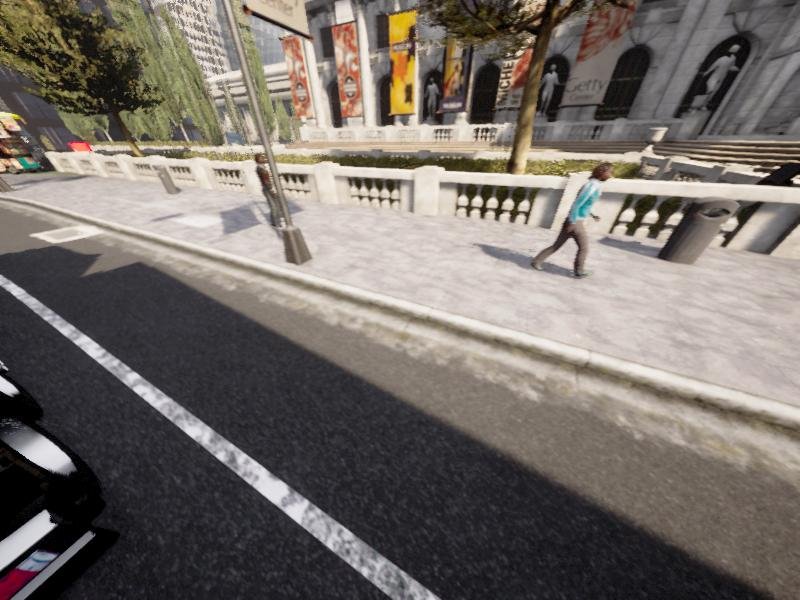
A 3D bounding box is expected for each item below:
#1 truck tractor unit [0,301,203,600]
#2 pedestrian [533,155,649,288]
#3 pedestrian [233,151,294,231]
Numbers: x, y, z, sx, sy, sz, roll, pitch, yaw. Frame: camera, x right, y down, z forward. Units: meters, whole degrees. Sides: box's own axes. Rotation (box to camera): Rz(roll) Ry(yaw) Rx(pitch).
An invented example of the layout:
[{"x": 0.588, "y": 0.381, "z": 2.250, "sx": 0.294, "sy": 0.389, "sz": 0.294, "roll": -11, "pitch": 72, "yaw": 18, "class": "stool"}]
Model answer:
[{"x": -5.176, "y": -0.229, "z": 0.687, "sx": 6.516, "sy": 4.208, "sz": 3.053, "roll": 16, "pitch": 38, "yaw": 21, "class": "truck tractor unit"}, {"x": 2.932, "y": -1.259, "z": 3.805, "sx": 0.751, "sy": 1.860, "sz": 0.751, "roll": 17, "pitch": 39, "yaw": 23, "class": "pedestrian"}, {"x": -3.589, "y": -2.932, "z": 6.276, "sx": 0.751, "sy": 1.860, "sz": 0.751, "roll": -7, "pitch": 36, "yaw": -9, "class": "pedestrian"}]
